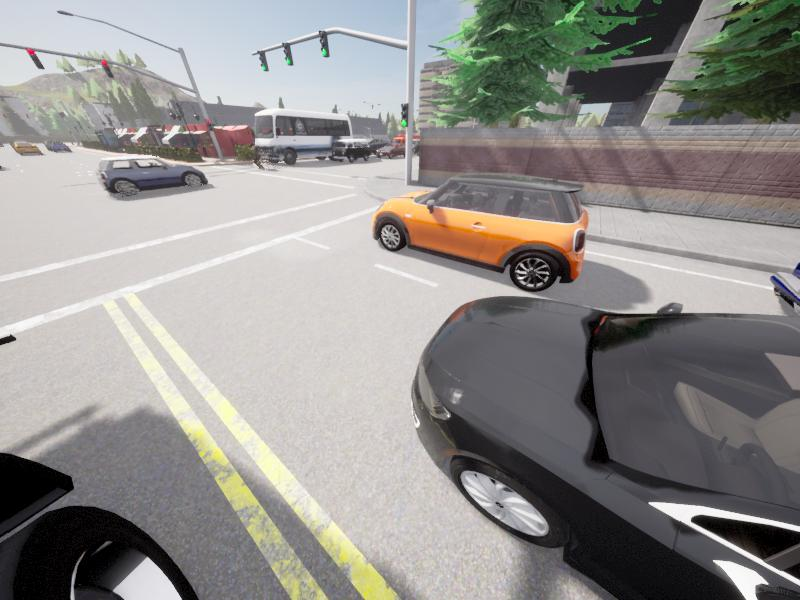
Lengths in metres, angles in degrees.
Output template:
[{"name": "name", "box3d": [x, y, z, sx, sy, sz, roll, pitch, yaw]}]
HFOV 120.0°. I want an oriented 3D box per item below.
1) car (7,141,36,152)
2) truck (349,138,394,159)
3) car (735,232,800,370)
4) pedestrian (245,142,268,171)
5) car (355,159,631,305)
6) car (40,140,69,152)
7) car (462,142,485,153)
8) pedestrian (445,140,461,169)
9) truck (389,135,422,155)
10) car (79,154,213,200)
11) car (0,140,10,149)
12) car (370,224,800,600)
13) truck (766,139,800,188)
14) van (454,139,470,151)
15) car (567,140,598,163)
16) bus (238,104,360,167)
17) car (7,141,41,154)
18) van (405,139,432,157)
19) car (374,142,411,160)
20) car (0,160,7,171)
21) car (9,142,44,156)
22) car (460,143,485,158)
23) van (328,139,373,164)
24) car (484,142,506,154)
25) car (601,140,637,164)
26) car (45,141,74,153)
[{"name": "car", "box3d": [-63.715, -25.848, 38.837, 5.008, 1.535, 1.882, 22, 41, 28]}, {"name": "truck", "box3d": [-3.668, -20.530, 31.119, 2.390, 2.098, 6.274, 22, 40, 28]}, {"name": "car", "box3d": [7.250, 0.641, 1.931, 4.718, 1.301, 1.895, 22, 41, 28]}, {"name": "pedestrian", "box3d": [-11.012, -11.024, 17.745, 0.751, 1.860, 0.751, -2, 35, -3]}, {"name": "car", "box3d": [1.515, -1.895, 5.059, 4.553, 1.767, 2.097, 22, 41, 28]}, {"name": "car", "box3d": [-61.057, -27.265, 40.789, 4.856, 1.649, 2.033, 22, 41, 28]}, {"name": "car", "box3d": [13.193, -27.220, 41.244, 2.128, 1.511, 4.902, 22, 40, 28]}, {"name": "pedestrian", "box3d": [4.132, -11.360, 18.055, 0.751, 1.860, 0.751, 20, 40, 26]}, {"name": "truck", "box3d": [0.913, -24.495, 36.453, 2.627, 2.467, 5.204, 22, 41, 28]}, {"name": "car", "box3d": [-12.030, -6.152, 11.272, 1.970, 1.475, 3.806, 22, 40, 27]}, {"name": "car", "box3d": [-85.196, -32.028, 47.544, 2.128, 1.511, 4.902, -5, 36, -8]}, {"name": "car", "box3d": [2.365, 1.036, 1.164, 4.892, 1.490, 1.837, 22, 41, 28]}, {"name": "truck", "box3d": [22.655, -6.918, 11.473, 2.615, 2.467, 5.204, 22, 41, 28]}, {"name": "van", "box3d": [13.346, -33.347, 49.530, 1.775, 1.987, 4.442, 19, 39, 24]}, {"name": "car", "box3d": [19.707, -16.079, 24.910, 1.905, 1.878, 3.866, 22, 41, 28]}, {"name": "bus", "box3d": [-9.333, -16.574, 23.594, 3.944, 4.253, 10.273, 22, 41, 28]}, {"name": "car", "box3d": [-58.108, -23.553, 35.668, 4.792, 1.488, 2.163, 22, 41, 28]}, {"name": "van", "box3d": [2.683, -22.217, 33.656, 1.775, 1.987, 4.442, 22, 41, 28]}, {"name": "car", "box3d": [-0.866, -19.116, 29.545, 2.152, 1.651, 5.027, 22, 40, 28]}, {"name": "car", "box3d": [-33.606, -11.123, 18.189, 4.792, 1.488, 2.163, 22, 41, 28]}, {"name": "car", "box3d": [-52.587, -21.353, 32.533, 5.008, 1.535, 1.882, 22, 40, 27]}, {"name": "car", "box3d": [10.298, -21.295, 32.729, 1.851, 1.617, 3.988, 22, 41, 28]}, {"name": "van", "box3d": [-5.048, -15.855, 24.523, 2.069, 2.038, 4.480, 19, 39, 24]}, {"name": "car", "box3d": [16.634, -26.542, 40.282, 1.882, 1.535, 5.008, 22, 40, 28]}, {"name": "car", "box3d": [22.119, -15.101, 23.539, 1.905, 1.878, 3.866, 22, 41, 28]}, {"name": "car", "box3d": [-55.706, -25.027, 37.781, 4.193, 1.474, 1.816, 22, 41, 28]}]
